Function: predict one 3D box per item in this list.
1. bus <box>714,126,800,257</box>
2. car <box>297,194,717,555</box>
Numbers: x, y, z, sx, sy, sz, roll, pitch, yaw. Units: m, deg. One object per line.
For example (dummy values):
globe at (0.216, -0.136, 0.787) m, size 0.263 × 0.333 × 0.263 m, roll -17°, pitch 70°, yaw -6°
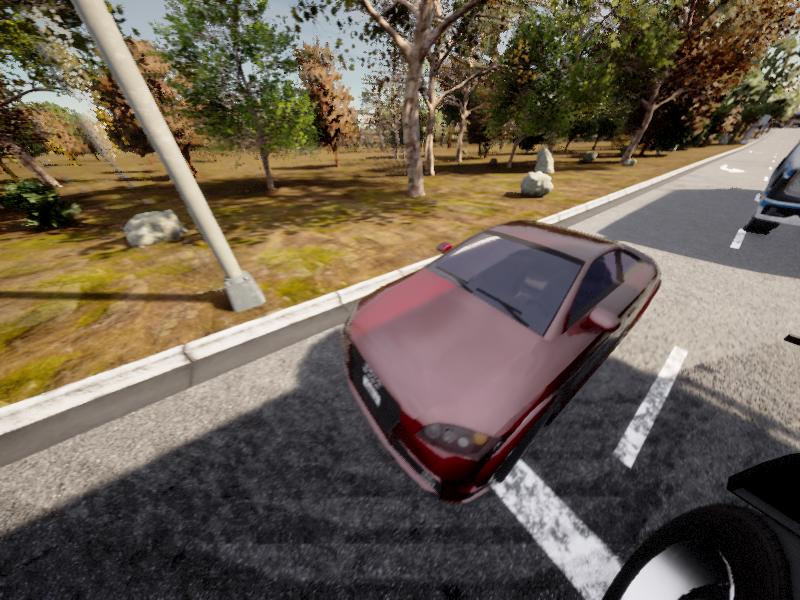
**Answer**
bus at (13.105, -4.108, 5.657) m, size 10.273 × 4.253 × 3.944 m, roll -24°, pitch 41°, yaw -28°
car at (1.379, -0.075, 2.755) m, size 4.181 × 1.385 × 1.994 m, roll -23°, pitch 41°, yaw -28°
